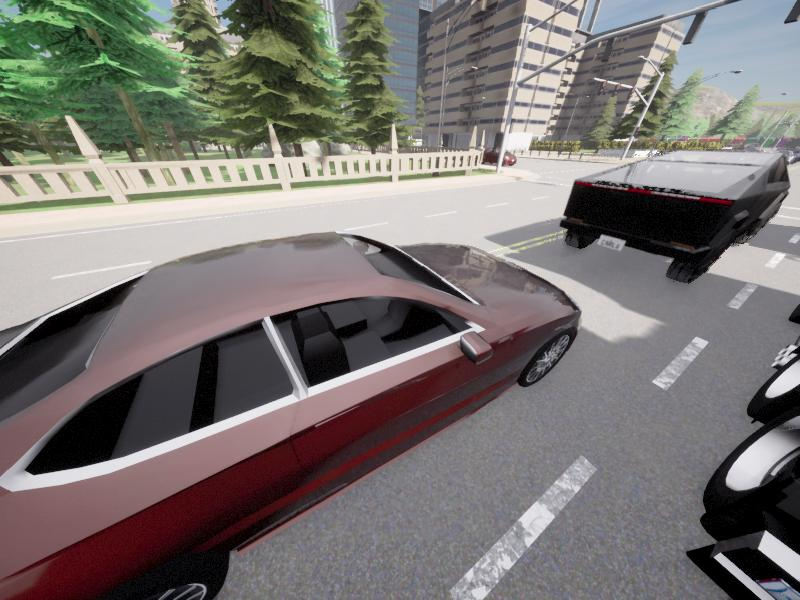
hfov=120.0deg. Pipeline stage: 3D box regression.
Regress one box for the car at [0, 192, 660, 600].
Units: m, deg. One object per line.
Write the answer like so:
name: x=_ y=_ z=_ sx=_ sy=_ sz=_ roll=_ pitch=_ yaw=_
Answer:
car: x=-0.492 y=0.277 z=2.178 sx=5.027 sy=1.651 sz=2.152 roll=-18 pitch=39 yaw=-24

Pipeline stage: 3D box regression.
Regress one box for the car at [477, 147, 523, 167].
car: x=10.493 y=-15.293 z=24.634 sx=1.851 sy=1.617 sz=3.988 roll=-17 pitch=38 yaw=-23

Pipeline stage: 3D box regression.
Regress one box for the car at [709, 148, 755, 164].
car: x=41.374 y=-17.975 z=28.765 sx=4.974 sy=1.542 sz=2.038 roll=-18 pitch=39 yaw=-24

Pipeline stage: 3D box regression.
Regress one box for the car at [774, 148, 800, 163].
car: x=53.768 y=-19.705 z=31.353 sx=4.902 sy=1.511 sz=2.128 roll=-18 pitch=39 yaw=-24

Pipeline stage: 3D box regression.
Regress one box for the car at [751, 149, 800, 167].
car: x=42.202 y=-15.936 z=25.843 sx=4.974 sy=1.542 sz=2.038 roll=-18 pitch=39 yaw=-24

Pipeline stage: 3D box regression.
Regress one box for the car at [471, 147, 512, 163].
car: x=11.418 y=-18.381 z=29.219 sx=1.812 sy=1.442 sz=4.674 roll=-18 pitch=39 yaw=-24

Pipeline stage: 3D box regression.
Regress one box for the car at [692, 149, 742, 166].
car: x=35.942 y=-16.241 z=26.241 sx=4.514 sy=1.525 sz=2.007 roll=-17 pitch=38 yaw=-23

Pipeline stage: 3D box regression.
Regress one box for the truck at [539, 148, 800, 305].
truck: x=6.689 y=-2.262 z=5.461 sx=6.274 sy=2.098 sz=2.390 roll=-18 pitch=39 yaw=-24

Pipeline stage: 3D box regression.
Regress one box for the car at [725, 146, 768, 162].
car: x=47.400 y=-19.982 z=31.605 sx=4.856 sy=1.649 sz=2.033 roll=-18 pitch=39 yaw=-24

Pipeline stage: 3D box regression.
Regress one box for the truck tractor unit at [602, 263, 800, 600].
truck tractor unit: x=5.108 y=-0.303 z=0.786 sx=6.516 sy=4.208 sz=3.053 roll=-18 pitch=39 yaw=-24
